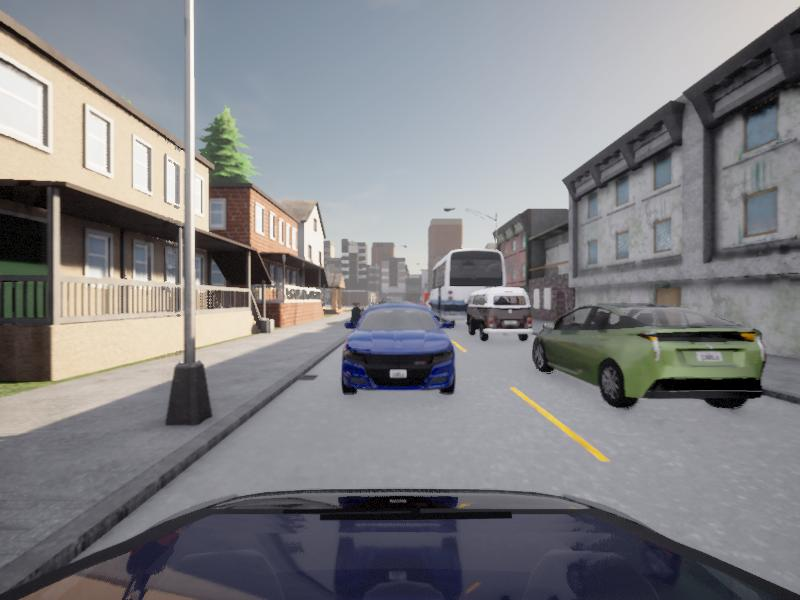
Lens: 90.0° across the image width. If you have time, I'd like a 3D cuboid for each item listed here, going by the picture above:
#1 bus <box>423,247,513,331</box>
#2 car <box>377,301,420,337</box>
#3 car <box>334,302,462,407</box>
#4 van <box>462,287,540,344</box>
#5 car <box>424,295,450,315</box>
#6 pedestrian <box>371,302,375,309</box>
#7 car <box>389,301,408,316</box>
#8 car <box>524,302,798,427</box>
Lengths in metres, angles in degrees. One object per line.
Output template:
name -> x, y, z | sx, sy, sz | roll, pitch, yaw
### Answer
bus -> 3.792, -0.569, 25.585 | 3.944, 4.253, 10.273 | 0, 0, 0
car -> -0.068, 0.820, 19.378 | 1.837, 1.490, 4.892 | 0, 0, 0
car -> -0.032, 0.811, 8.386 | 1.882, 1.535, 5.008 | 0, 0, 0
van -> 3.943, 0.549, 16.473 | 2.069, 2.038, 4.480 | 0, 0, 0
car -> 3.877, 0.510, 42.796 | 2.150, 2.045, 5.566 | 0, 0, 0
pedestrian -> -4.293, 0.818, 64.026 | 0.500, 1.100, 0.500 | 0, 0, 36
car -> -0.137, 0.800, 40.146 | 1.816, 1.474, 4.193 | 0, 0, 0
car -> 3.960, 0.818, 7.253 | 2.007, 1.525, 4.514 | 0, 0, 0
